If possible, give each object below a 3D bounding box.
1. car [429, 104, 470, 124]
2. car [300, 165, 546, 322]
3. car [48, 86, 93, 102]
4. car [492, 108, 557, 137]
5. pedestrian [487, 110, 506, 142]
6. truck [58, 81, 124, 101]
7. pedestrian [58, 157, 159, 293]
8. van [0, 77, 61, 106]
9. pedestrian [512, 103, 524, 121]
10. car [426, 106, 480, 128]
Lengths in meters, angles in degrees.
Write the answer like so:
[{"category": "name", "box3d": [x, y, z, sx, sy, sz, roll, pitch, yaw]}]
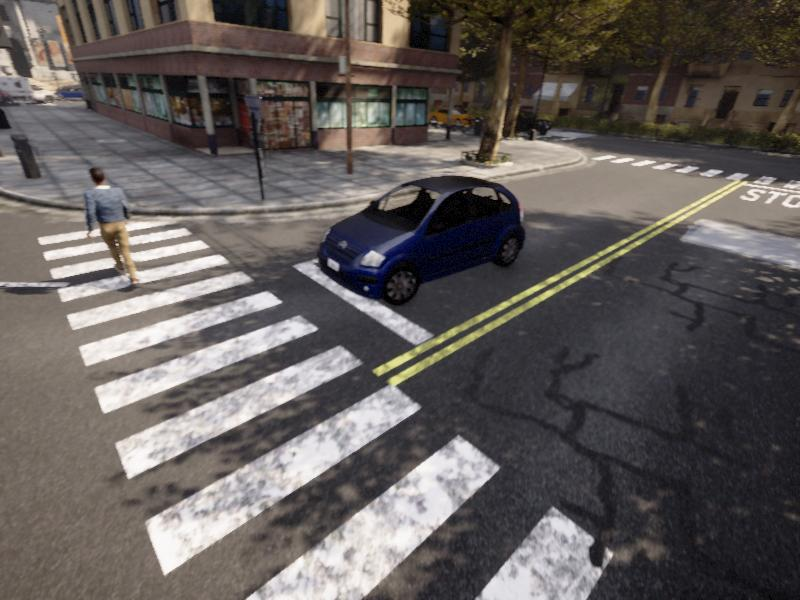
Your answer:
[{"category": "car", "box3d": [5.301, -20.060, 43.052, 1.851, 1.617, 3.988, -21, 36, -37]}, {"category": "car", "box3d": [0.516, -1.295, 7.197, 3.988, 1.617, 1.851, -19, 35, -35]}, {"category": "car", "box3d": [-39.699, -24.834, 48.257, 3.705, 1.549, 1.789, -21, 36, -37]}, {"category": "car", "box3d": [10.339, -14.976, 33.591, 1.932, 1.855, 4.605, -21, 36, -37]}, {"category": "pedestrian", "box3d": [6.219, -11.238, 25.818, 0.751, 1.860, 0.751, 20, 32, 29]}, {"category": "truck", "box3d": [-40.027, -27.141, 52.014, 6.274, 2.098, 2.390, -21, 36, -37]}, {"category": "pedestrian", "box3d": [-4.473, -1.173, 6.216, 0.751, 1.860, 0.751, -20, 35, -36]}, {"category": "van", "box3d": [-38.439, -20.848, 39.918, 2.351, 2.431, 6.366, 13, 30, 20]}, {"category": "pedestrian", "box3d": [13.669, -21.709, 46.237, 0.751, 1.860, 0.751, -16, 33, -31]}, {"category": "car", "box3d": [5.023, -17.751, 38.741, 1.882, 1.535, 5.008, -21, 36, -37]}]
